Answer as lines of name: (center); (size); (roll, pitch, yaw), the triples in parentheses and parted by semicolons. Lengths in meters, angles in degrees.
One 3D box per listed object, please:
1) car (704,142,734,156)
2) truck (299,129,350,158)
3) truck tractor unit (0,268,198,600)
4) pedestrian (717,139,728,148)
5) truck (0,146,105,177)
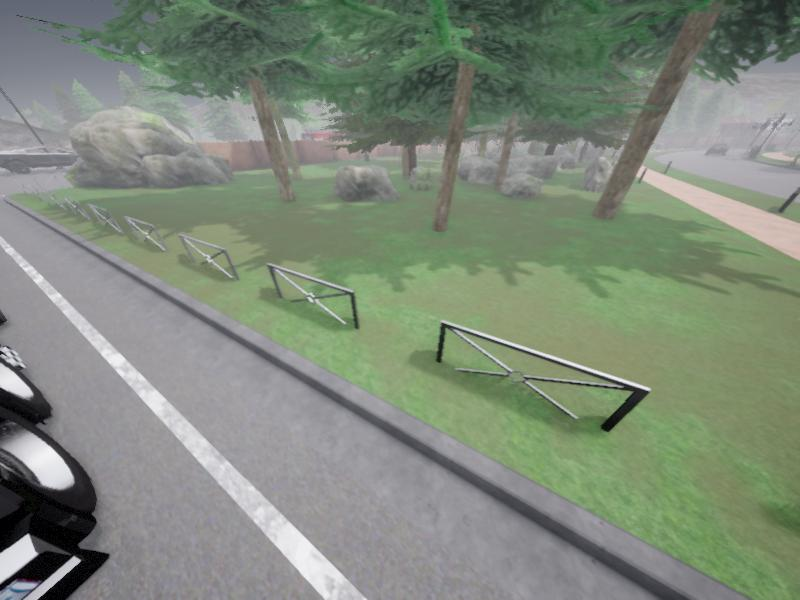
car: (52.669, -24.960, 38.164); (4.553, 1.767, 2.097); (-24, 41, -30)
truck: (-12.858, -27.429, 40.567); (2.891, 3.827, 8.468); (17, 39, 24)
truck tractor unit: (-5.119, -0.293, 0.772); (6.516, 4.208, 3.053); (18, 39, 24)
pedestrian: (83.088, -40.248, 59.525); (0.751, 1.860, 0.751); (-12, 37, -17)
truck: (-33.765, -13.368, 22.038); (2.390, 2.098, 6.274); (17, 39, 24)
